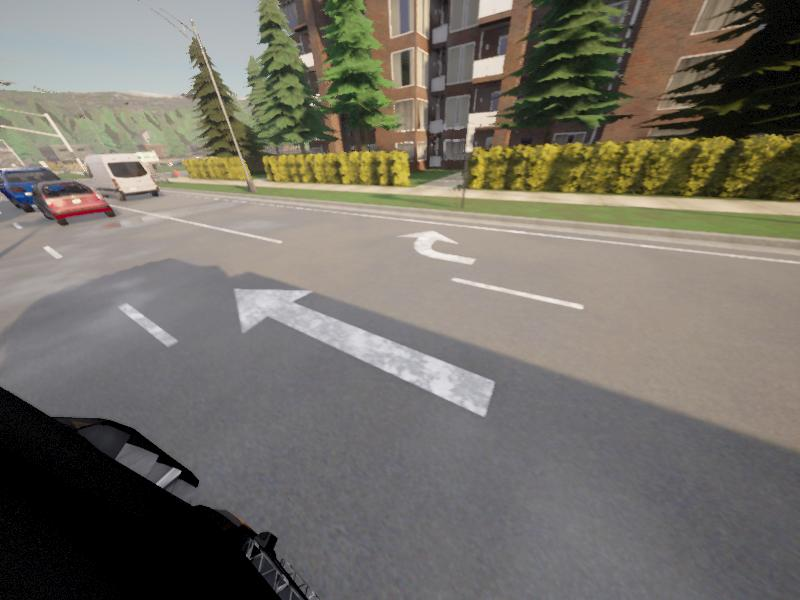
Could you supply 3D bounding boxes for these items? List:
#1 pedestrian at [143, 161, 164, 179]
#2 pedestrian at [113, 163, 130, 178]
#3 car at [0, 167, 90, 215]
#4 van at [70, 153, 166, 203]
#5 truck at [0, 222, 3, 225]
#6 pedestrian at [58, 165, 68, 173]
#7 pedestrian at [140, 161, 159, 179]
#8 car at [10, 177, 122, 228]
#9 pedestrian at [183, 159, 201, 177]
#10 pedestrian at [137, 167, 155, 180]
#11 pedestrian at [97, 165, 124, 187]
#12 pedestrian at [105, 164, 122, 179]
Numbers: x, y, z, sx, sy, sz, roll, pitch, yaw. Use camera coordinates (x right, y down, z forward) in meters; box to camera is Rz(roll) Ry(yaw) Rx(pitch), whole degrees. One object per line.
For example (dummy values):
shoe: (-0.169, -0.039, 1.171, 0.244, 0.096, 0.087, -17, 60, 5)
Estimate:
pedestrian: (-28.896, -15.253, 27.116, 0.751, 1.860, 0.751, 15, 37, 24)
pedestrian: (-40.911, -19.025, 33.978, 0.751, 1.860, 0.751, 18, 39, 29)
car: (-21.284, -6.511, 13.509, 5.566, 2.045, 2.150, 16, 38, 26)
van: (-19.083, -8.323, 15.634, 5.915, 2.561, 1.988, 16, 38, 26)
truck: (-22.396, -5.330, 10.197, 8.468, 3.827, 2.891, 16, 38, 26)
pedestrian: (-89.919, -34.946, 61.627, 0.751, 1.860, 0.751, 16, 38, 26)
pedestrian: (-30.305, -15.770, 28.000, 0.751, 1.860, 0.751, 25, 42, 35)
car: (-15.118, -4.554, 10.496, 3.988, 1.617, 1.851, 16, 38, 26)
pedestrian: (-25.481, -16.182, 28.265, 0.751, 1.860, 0.751, 15, 37, 25)
pedestrian: (-30.213, -15.098, 27.486, 0.751, 1.300, 0.751, 7, 35, 14)
pedestrian: (-28.388, -12.164, 22.690, 0.751, 1.860, 0.751, 13, 37, 23)
pedestrian: (-41.629, -18.727, 33.578, 0.751, 1.860, 0.751, 18, 39, 28)
